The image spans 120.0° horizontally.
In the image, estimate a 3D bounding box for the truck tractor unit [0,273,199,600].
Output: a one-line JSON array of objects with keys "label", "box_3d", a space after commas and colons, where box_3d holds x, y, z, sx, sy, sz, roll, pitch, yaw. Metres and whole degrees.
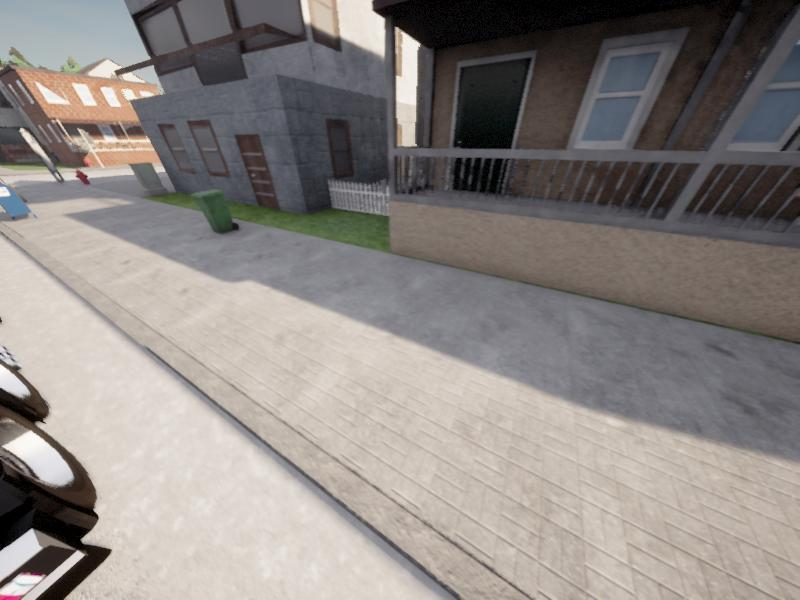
[{"label": "truck tractor unit", "box_3d": [-5.128, -0.283, 0.754, 6.516, 4.208, 3.053, 18, 39, 23]}]
